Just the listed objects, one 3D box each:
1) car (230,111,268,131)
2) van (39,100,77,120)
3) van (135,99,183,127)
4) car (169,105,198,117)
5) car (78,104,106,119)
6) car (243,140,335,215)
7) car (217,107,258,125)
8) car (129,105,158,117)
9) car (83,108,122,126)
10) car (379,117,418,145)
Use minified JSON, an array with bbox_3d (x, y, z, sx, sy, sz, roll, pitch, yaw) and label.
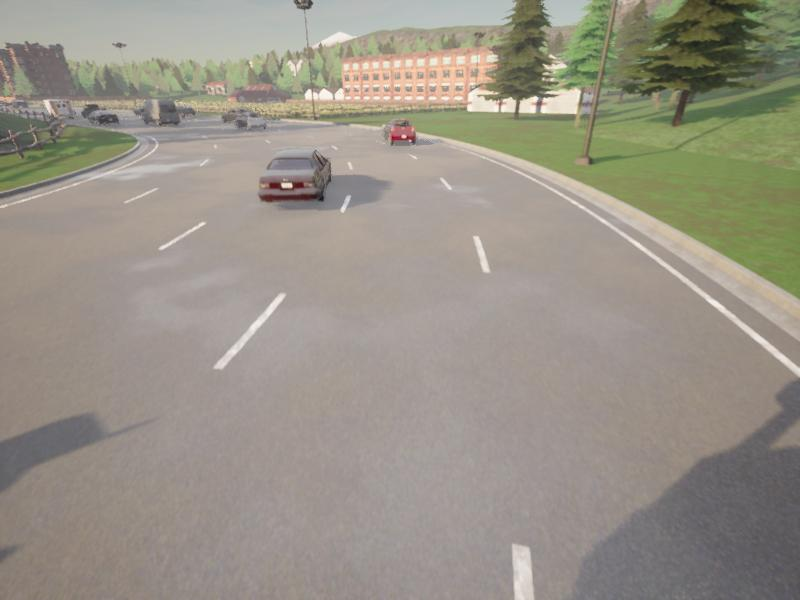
[{"bbox_3d":[-14.126,-16.765,37.469,1.845,1.501,3.633,-22,34,-36],"label":"car"},{"bbox_3d":[-48.562,-26.989,56.719,6.366,2.431,2.351,22,35,36],"label":"van"},{"bbox_3d":[-26.171,-20.272,43.318,5.915,2.561,1.988,22,35,36],"label":"van"},{"bbox_3d":[-33.288,-29.065,61.521,4.892,1.490,1.837,22,35,36],"label":"car"},{"bbox_3d":[-44.638,-27.318,57.913,3.866,1.878,1.905,22,35,36],"label":"car"},{"bbox_3d":[-3.392,-4.308,13.413,2.033,1.411,5.357,-3,27,-4],"label":"car"},{"bbox_3d":[-18.612,-21.135,45.817,4.611,1.667,2.242,22,35,37],"label":"car"},{"bbox_3d":[-40.294,-29.684,62.883,4.902,1.511,2.128,22,35,36],"label":"car"},{"bbox_3d":[-33.666,-20.705,45.238,5.238,1.638,1.930,22,35,36],"label":"car"},{"bbox_3d":[-0.169,-11.493,27.091,1.845,1.501,3.633,-5,28,-12],"label":"car"}]
